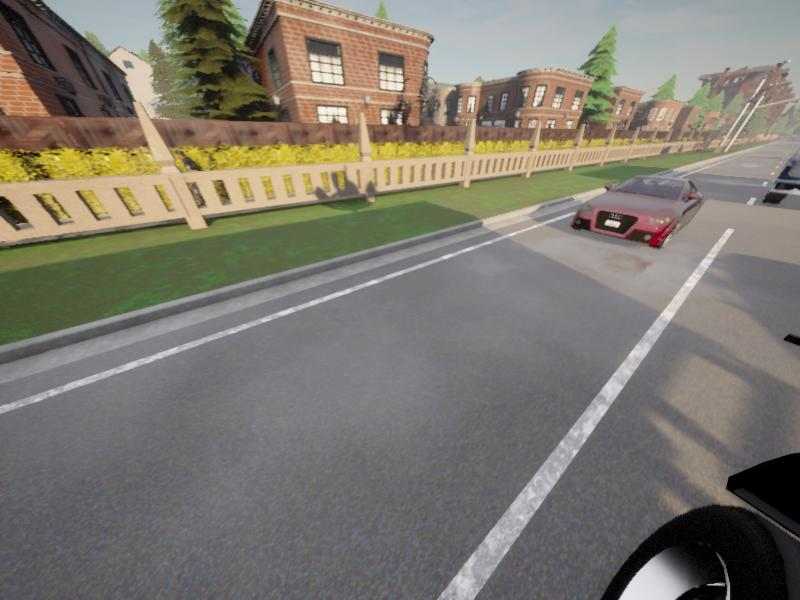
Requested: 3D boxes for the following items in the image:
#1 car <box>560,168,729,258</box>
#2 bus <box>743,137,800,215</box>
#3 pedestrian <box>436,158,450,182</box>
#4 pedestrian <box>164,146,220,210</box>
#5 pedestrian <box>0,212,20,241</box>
[{"bbox_3d":[6.806,-2.674,6.466,4.181,1.385,1.994,-22,41,-28],"label":"car"},{"bbox_3d":[18.464,-6.098,8.721,10.273,4.253,3.944,-22,41,-28],"label":"bus"},{"bbox_3d":[2.410,-7.340,13.062,0.500,1.100,0.500,-13,37,-17],"label":"pedestrian"},{"bbox_3d":[-7.200,-4.251,8.099,0.751,1.860,0.751,-21,40,-27],"label":"pedestrian"},{"bbox_3d":[-10.527,-2.316,5.379,0.751,1.860,0.751,-23,41,-28],"label":"pedestrian"}]
